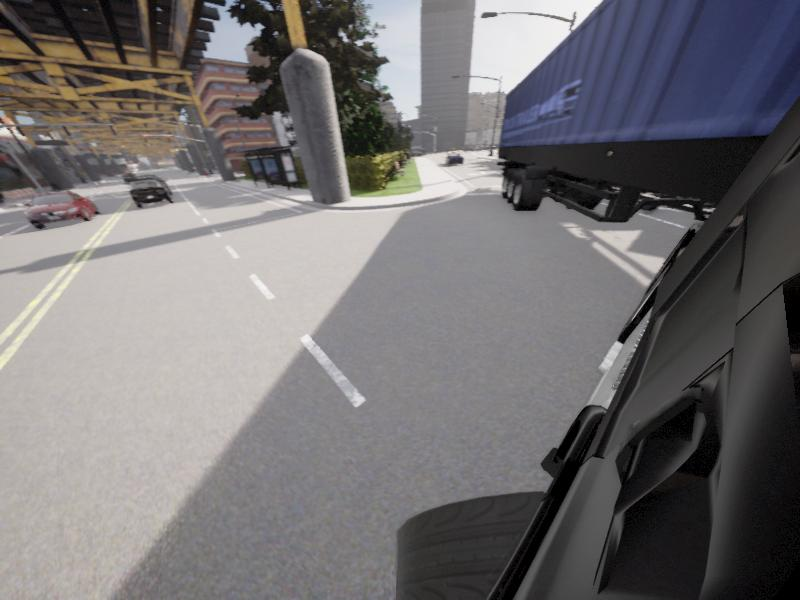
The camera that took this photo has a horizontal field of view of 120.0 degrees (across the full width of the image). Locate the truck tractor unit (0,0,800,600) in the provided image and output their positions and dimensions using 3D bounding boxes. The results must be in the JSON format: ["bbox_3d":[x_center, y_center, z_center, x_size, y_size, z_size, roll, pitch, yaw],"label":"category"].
[{"bbox_3d":[2.645,-0.295,0.351,6.516,4.208,3.053,-28,44,-30],"label":"truck tractor unit"}]

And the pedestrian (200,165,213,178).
[{"bbox_3d":[-32.940,-21.776,39.276,0.751,1.860,0.751,12,36,23],"label":"pedestrian"}]

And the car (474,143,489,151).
[{"bbox_3d":[28.494,-53.297,80.442,5.566,2.045,2.150,-28,40,-32],"label":"car"}]

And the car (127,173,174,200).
[{"bbox_3d":[-22.384,-10.315,20.848,2.152,1.651,5.027,-29,40,-33],"label":"car"}]

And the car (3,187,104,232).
[{"bbox_3d":[-18.110,-5.003,12.417,1.812,1.442,4.674,-29,40,-32],"label":"car"}]

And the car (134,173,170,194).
[{"bbox_3d":[-27.151,-12.901,25.417,2.038,1.542,4.974,-29,40,-33],"label":"car"}]

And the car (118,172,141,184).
[{"bbox_3d":[-48.836,-22.109,41.807,1.930,1.638,5.238,-29,40,-32],"label":"car"}]

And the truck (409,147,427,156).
[{"bbox_3d":[5.889,-50.043,78.075,2.390,2.098,6.274,-26,39,-30],"label":"truck"}]

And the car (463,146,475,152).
[{"bbox_3d":[24.195,-53.267,81.400,4.193,1.474,1.816,-29,40,-32],"label":"car"}]

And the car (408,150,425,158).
[{"bbox_3d":[4.669,-40.323,63.820,2.163,1.488,4.792,26,43,38],"label":"car"}]

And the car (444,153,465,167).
[{"bbox_3d":[7.049,-18.349,30.131,1.895,1.301,4.718,-2,33,4],"label":"car"}]

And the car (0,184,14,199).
[{"bbox_3d":[-51.297,-12.637,27.656,2.038,1.542,4.974,13,37,25],"label":"car"}]

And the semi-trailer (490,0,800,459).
[{"bbox_3d":[5.190,-4.455,6.223,2.717,4.402,14.254,3,34,11],"label":"semi-trailer"}]

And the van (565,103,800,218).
[{"bbox_3d":[9.183,-5.173,8.626,1.988,2.561,5.915,0,33,6],"label":"van"}]

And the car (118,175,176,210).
[{"bbox_3d":[-17.692,-7.703,16.316,1.930,1.638,5.238,-29,40,-33],"label":"car"}]
